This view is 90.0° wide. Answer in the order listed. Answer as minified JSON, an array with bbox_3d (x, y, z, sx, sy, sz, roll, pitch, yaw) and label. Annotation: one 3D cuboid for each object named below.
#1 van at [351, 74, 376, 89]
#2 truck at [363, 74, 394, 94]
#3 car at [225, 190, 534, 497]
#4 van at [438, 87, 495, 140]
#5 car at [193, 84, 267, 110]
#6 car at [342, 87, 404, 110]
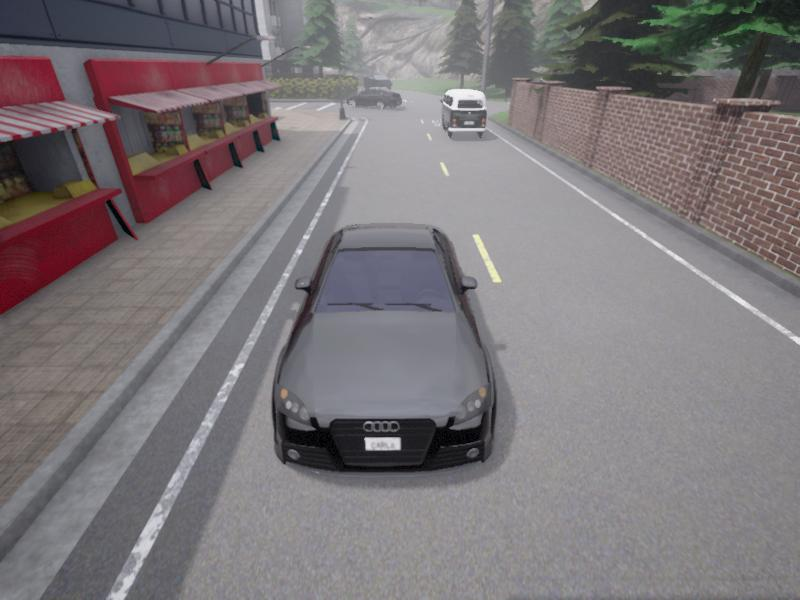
[{"bbox_3d":[-5.873,-35.258,64.391,1.775,1.987,4.442,-21,36,-32],"label":"van"},{"bbox_3d":[-2.965,-28.616,52.907,2.390,2.098,6.274,-10,32,-16],"label":"truck"},{"bbox_3d":[-0.148,-0.044,4.731,1.994,1.385,4.181,0,30,0],"label":"car"},{"bbox_3d":[3.200,-9.574,20.379,2.069,2.038,4.480,0,30,0],"label":"van"},{"bbox_3d":[-13.052,-15.797,31.047,4.611,1.667,2.242,-1,30,-2],"label":"car"},{"bbox_3d":[-2.218,-16.575,32.862,4.892,1.490,1.837,17,33,28],"label":"car"}]
